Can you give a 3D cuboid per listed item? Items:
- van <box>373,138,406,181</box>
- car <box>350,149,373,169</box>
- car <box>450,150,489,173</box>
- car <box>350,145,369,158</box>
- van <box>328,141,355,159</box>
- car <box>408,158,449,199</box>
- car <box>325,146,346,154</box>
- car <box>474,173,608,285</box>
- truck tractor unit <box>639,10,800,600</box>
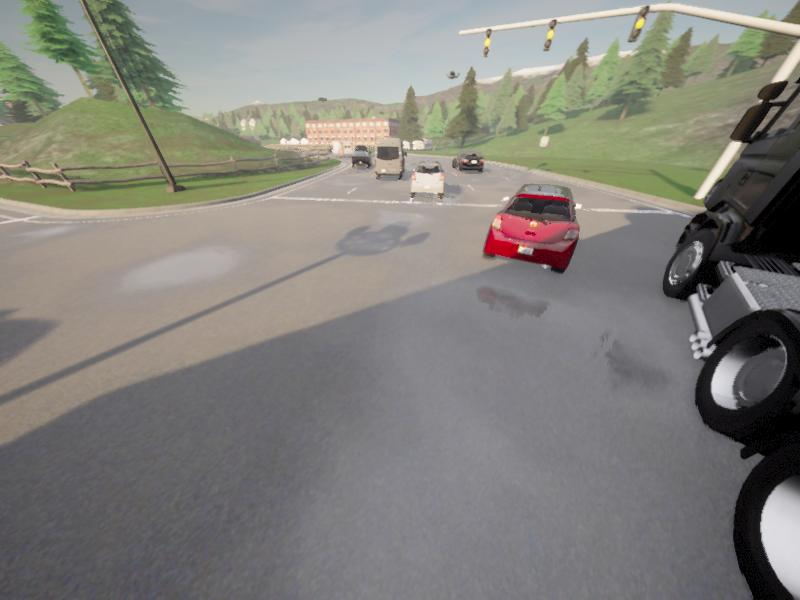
[{"bbox_3d":[-0.667,-11.388,18.515,1.988,2.561,5.915,2,35,2],"label":"van"},{"bbox_3d":[-4.218,-15.896,25.917,1.930,1.638,5.238,-1,34,-2],"label":"car"},{"bbox_3d":[6.512,-13.429,22.248,2.242,1.667,4.611,0,34,-1],"label":"car"},{"bbox_3d":[-7.570,-27.602,42.840,1.905,1.878,3.866,-20,39,-28],"label":"car"},{"bbox_3d":[-10.378,-26.667,41.005,2.351,2.431,6.366,-19,39,-26],"label":"van"},{"bbox_3d":[1.570,-6.599,12.392,1.845,1.501,3.633,5,35,7],"label":"car"},{"bbox_3d":[-16.174,-37.725,58.062,4.902,1.511,2.128,20,39,26],"label":"car"},{"bbox_3d":[3.375,-2.075,5.765,1.845,1.501,3.633,18,38,23],"label":"car"},{"bbox_3d":[4.641,-0.612,1.232,3.053,4.208,6.516,24,42,31],"label":"truck tractor unit"}]
